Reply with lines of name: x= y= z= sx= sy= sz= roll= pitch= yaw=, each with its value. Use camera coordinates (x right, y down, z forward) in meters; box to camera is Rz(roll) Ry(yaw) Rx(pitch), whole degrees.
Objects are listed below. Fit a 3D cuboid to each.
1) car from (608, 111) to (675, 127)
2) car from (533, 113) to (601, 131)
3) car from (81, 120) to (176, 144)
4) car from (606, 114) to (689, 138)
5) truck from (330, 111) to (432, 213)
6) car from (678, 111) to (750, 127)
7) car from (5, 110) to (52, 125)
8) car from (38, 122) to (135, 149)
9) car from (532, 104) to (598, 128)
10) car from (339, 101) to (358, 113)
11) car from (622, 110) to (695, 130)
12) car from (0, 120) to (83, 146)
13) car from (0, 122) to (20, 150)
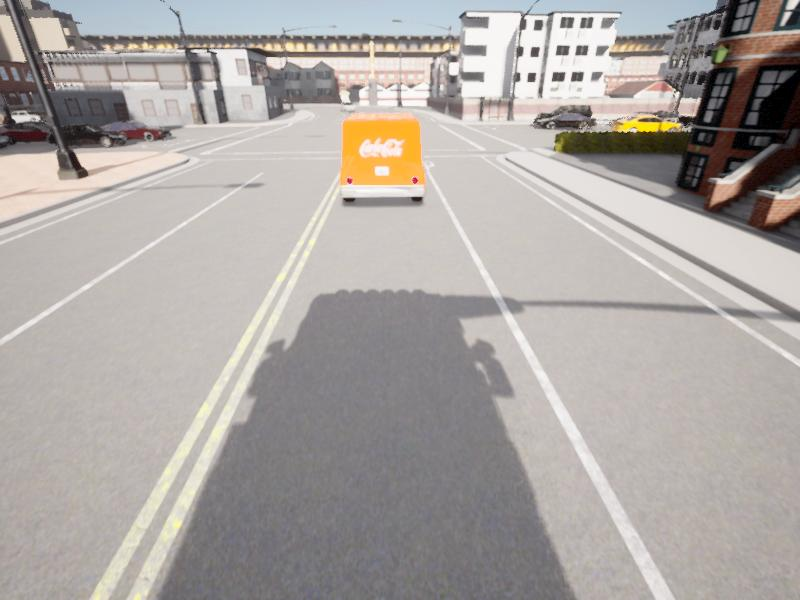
car: x=24.396 y=-18.360 z=40.604 sx=5.357 sy=1.411 sz=2.033 roll=0 pitch=27 yaw=0
car: x=15.543 y=-16.729 z=37.486 sx=5.357 sy=1.411 sz=2.033 roll=0 pitch=27 yaw=-1
car: x=-20.200 y=-12.649 z=30.005 sx=5.357 sy=1.411 sz=2.033 roll=-2 pitch=27 yaw=-3
car: x=19.223 y=-13.597 z=31.229 sx=5.008 sy=1.535 sz=1.882 roll=-1 pitch=27 yaw=0
truck: x=-0.570 y=-4.803 z=13.245 sx=2.627 sy=2.467 sz=5.204 roll=-1 pitch=27 yaw=-2
car: x=31.725 y=-18.338 z=40.522 sx=5.357 sy=1.411 sz=2.033 roll=0 pitch=27 yaw=1
car: x=-48.029 y=-23.651 z=51.801 sx=3.806 sy=1.475 sz=1.970 roll=-3 pitch=27 yaw=-2
car: x=-20.915 y=-11.036 z=26.848 sx=4.674 sy=1.442 sz=1.812 roll=-2 pitch=27 yaw=-3
car: x=16.557 y=-18.630 z=40.458 sx=5.566 sy=2.045 sz=2.150 roll=0 pitch=27 yaw=-1
car: x=-8.020 y=-29.950 z=62.094 sx=1.812 sy=1.442 sz=4.674 roll=-9 pitch=30 yaw=-17
car: x=24.097 y=-16.857 z=37.419 sx=5.238 sy=1.638 sz=1.930 roll=0 pitch=27 yaw=0
car: x=-26.989 y=-12.406 z=29.691 sx=4.792 sy=1.488 sz=2.163 roll=-3 pitch=27 yaw=-2
car: x=-28.867 y=-10.777 z=26.464 sx=4.856 sy=1.649 sz=2.033 roll=-3 pitch=27 yaw=-2
